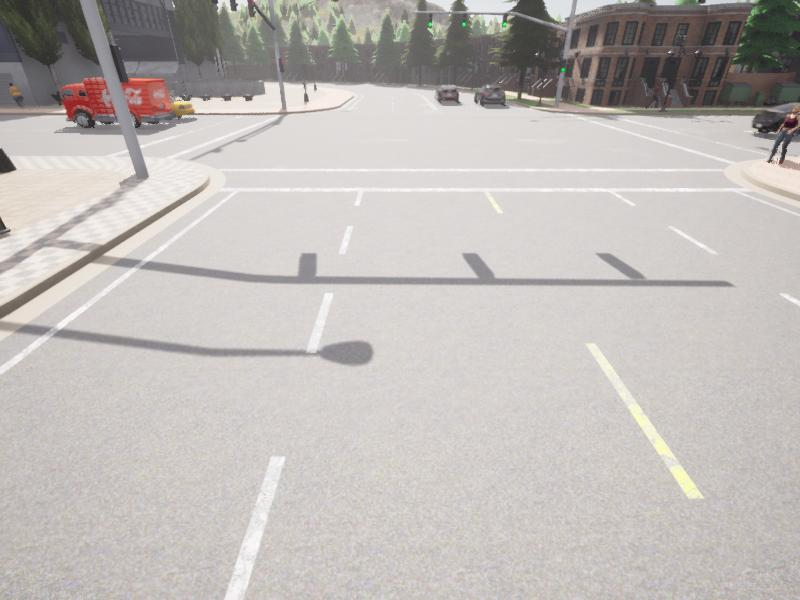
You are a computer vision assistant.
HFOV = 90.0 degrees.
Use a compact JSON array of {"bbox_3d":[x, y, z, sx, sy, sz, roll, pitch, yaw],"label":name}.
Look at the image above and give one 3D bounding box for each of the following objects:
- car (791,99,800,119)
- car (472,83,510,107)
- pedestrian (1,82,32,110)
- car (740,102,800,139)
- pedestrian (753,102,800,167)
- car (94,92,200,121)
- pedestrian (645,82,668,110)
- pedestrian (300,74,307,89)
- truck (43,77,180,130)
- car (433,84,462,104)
[{"bbox_3d":[28.454,-12.477,25.913,3.806,1.475,1.970,0,30,0],"label":"car"},{"bbox_3d":[8.078,-18.517,36.057,2.242,1.667,4.611,0,30,0],"label":"car"},{"bbox_3d":[-28.740,-15.299,29.996,0.751,1.860,0.751,5,31,8],"label":"pedestrian"},{"bbox_3d":[20.343,-8.952,19.864,4.892,1.490,1.837,0,30,0],"label":"car"},{"bbox_3d":[12.583,-5.391,13.050,0.751,1.860,0.751,-12,32,-19],"label":"pedestrian"},{"bbox_3d":[-16.238,-12.524,25.875,5.366,1.575,1.801,0,30,0],"label":"car"},{"bbox_3d":[19.464,-15.523,30.394,0.751,1.860,0.751,-1,30,-2],"label":"pedestrian"},{"bbox_3d":[-14.197,-32.197,58.932,0.751,1.860,0.751,-3,30,-5],"label":"pedestrian"},{"bbox_3d":[-16.033,-11.136,22.634,5.204,2.467,2.627,0,30,0],"label":"truck"},{"bbox_3d":[4.554,-20.052,38.868,2.163,1.488,4.792,0,30,0],"label":"car"}]
